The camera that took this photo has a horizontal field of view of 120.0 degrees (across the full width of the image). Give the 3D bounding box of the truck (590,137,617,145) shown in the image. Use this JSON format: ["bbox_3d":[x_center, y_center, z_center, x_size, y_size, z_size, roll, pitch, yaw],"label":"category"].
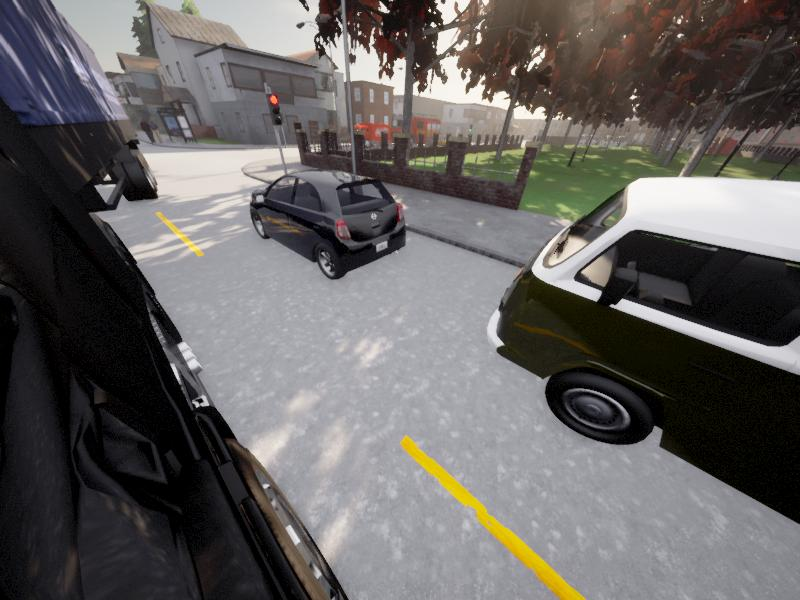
[{"bbox_3d":[69.288,-54.191,78.677,6.274,2.098,2.390,28,44,30],"label":"truck"}]

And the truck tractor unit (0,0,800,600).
[{"bbox_3d":[-2.645,-0.295,0.351,6.516,4.208,3.053,28,44,30],"label":"truck tractor unit"}]

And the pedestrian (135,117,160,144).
[{"bbox_3d":[-22.707,-15.246,20.810,0.751,1.860,0.751,-21,43,-28],"label":"pedestrian"}]

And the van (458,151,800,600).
[{"bbox_3d":[3.045,0.508,1.449,4.480,2.038,2.069,29,44,30],"label":"van"}]

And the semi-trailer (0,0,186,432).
[{"bbox_3d":[-7.965,-4.024,4.829,2.717,4.402,14.254,-25,45,-32],"label":"semi-trailer"}]

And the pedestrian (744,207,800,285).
[{"bbox_3d":[7.508,-1.031,4.190,0.751,1.300,0.751,29,44,31],"label":"pedestrian"}]

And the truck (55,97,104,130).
[{"bbox_3d":[-51.700,-29.929,37.216,8.468,3.827,2.891,29,44,30],"label":"truck"}]

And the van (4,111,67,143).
[{"bbox_3d":[-31.819,-15.256,20.340,4.480,2.038,2.069,28,44,30],"label":"van"}]

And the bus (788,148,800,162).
[{"bbox_3d":[68.244,-23.725,36.100,3.944,4.253,10.273,28,43,30],"label":"bus"}]

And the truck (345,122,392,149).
[{"bbox_3d":[-3.674,-20.274,28.453,2.627,2.467,5.204,29,44,30],"label":"truck"}]

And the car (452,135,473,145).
[{"bbox_3d":[11.897,-30.824,44.430,2.033,1.411,5.357,-2,37,-6],"label":"car"}]

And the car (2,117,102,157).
[{"bbox_3d":[-21.917,-10.347,14.600,4.553,1.767,2.097,19,40,21],"label":"car"}]

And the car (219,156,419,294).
[{"bbox_3d":[-1.678,-1.848,4.729,3.633,1.501,1.845,29,44,30],"label":"car"}]

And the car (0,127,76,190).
[{"bbox_3d":[-14.897,-5.808,9.174,5.366,1.575,1.801,30,46,32],"label":"car"}]

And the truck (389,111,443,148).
[{"bbox_3d":[2.370,-24.621,33.510,2.891,3.827,8.468,29,44,31],"label":"truck"}]

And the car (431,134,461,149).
[{"bbox_3d":[6.825,-23.379,34.003,1.801,1.575,5.366,27,43,29],"label":"car"}]

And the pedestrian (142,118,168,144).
[{"bbox_3d":[-22.070,-15.264,20.867,0.751,1.860,0.751,-14,40,-20],"label":"pedestrian"}]
